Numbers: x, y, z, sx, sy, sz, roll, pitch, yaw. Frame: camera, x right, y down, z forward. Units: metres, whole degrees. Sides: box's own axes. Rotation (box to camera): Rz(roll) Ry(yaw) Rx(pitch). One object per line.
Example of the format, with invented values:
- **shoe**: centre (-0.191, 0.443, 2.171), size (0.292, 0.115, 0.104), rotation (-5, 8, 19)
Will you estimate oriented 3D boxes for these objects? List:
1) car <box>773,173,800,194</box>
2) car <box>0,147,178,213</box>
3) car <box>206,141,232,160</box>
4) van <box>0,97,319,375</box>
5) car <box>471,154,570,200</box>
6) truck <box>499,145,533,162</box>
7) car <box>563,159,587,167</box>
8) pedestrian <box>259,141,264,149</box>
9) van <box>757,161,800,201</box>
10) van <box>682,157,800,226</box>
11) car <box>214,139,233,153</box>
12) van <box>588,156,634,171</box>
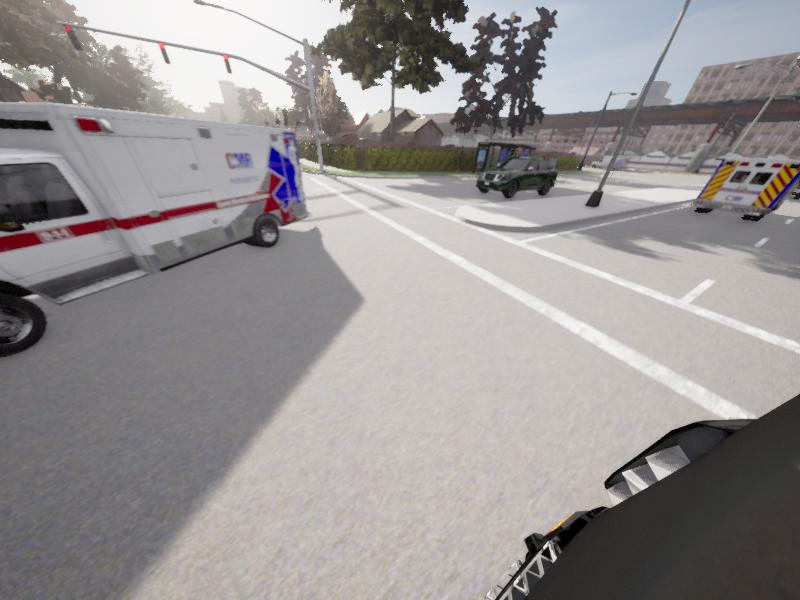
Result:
- **car**: centre (41.499, -12.039, 23.861), size (5.027, 1.651, 2.152), rotation (-16, 38, -26)
- **car**: centre (-11.599, -4.265, 8.067), size (5.027, 1.651, 2.152), rotation (-16, 38, -26)
- **car**: centre (-22.720, -18.928, 29.155), size (1.932, 1.855, 4.605), rotation (-16, 38, -26)
- **van**: centre (-4.529, -1.823, 4.183), size (2.351, 2.431, 6.366), rotation (12, 34, 13)
- **car**: centre (7.359, -7.603, 14.171), size (5.566, 2.045, 2.150), rotation (-16, 38, -26)
- **truck**: centre (34.660, -43.986, 69.368), size (2.891, 3.827, 8.468), rotation (-16, 39, -26)
- **car**: centre (43.442, -34.022, 57.445), size (1.994, 1.385, 4.181), rotation (-16, 38, -26)
- **pedestrian**: centre (-39.259, -43.985, 65.388), size (0.751, 1.860, 0.751), rotation (-16, 38, -26)
- **van**: centre (33.430, -10.117, 19.509), size (5.915, 2.561, 1.988), rotation (-16, 38, -26)
- **van**: centre (17.668, -5.590, 11.568), size (6.366, 2.431, 2.351), rotation (-16, 38, -26)
- **car**: centre (-32.695, -28.706, 43.023), size (2.150, 2.045, 5.566), rotation (-16, 38, -26)
- **van**: centre (44.840, -29.203, 49.322), size (2.351, 2.431, 6.366), rotation (-16, 38, -26)
